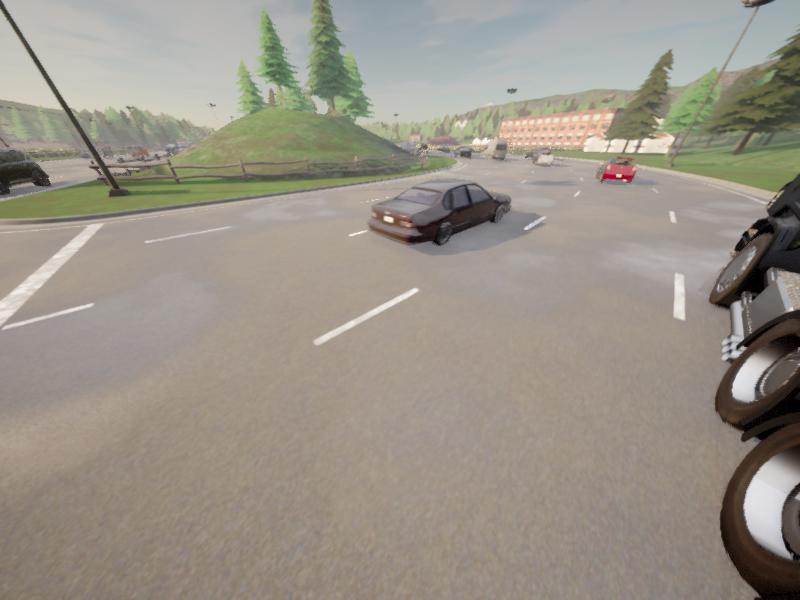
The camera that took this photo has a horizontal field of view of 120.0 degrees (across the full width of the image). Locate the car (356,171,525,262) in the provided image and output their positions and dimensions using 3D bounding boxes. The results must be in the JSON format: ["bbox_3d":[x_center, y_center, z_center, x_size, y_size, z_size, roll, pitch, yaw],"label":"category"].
[{"bbox_3d":[1.525,-2.937,7.175,5.357,1.411,2.033,-28,43,-35],"label":"car"}]

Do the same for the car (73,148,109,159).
[{"bbox_3d":[-56.544,-26.881,42.411,2.038,1.542,4.974,-16,37,-22],"label":"car"}]

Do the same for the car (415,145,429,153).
[{"bbox_3d":[5.774,-39.629,60.564,1.905,1.878,3.866,-16,37,-21],"label":"car"}]

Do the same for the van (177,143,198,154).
[{"bbox_3d":[-56.793,-40.653,61.814,2.351,2.431,6.366,-16,37,-22],"label":"van"}]

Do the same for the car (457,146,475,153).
[{"bbox_3d":[17.354,-39.653,60.891,1.837,1.490,4.892,-16,37,-21],"label":"car"}]

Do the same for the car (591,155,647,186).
[{"bbox_3d":[14.980,-9.133,16.096,1.845,1.501,3.633,17,38,22],"label":"car"}]

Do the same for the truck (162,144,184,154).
[{"bbox_3d":[-60.882,-40.699,62.194,2.390,2.098,6.274,-16,37,-22],"label":"truck"}]

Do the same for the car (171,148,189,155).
[{"bbox_3d":[-52.829,-35.808,55.619,1.994,1.385,4.181,-16,37,-22],"label":"car"}]

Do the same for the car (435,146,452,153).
[{"bbox_3d":[11.889,-41.395,63.521,2.128,1.511,4.902,-16,37,-21],"label":"car"}]

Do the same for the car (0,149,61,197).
[{"bbox_3d":[-22.881,-7.087,12.778,2.150,2.045,5.566,-16,37,-22],"label":"car"}]

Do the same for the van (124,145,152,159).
[{"bbox_3d":[-49.691,-28.186,43.889,1.775,1.987,4.442,-16,38,-22],"label":"van"}]

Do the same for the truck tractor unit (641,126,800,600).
[{"bbox_3d":[4.856,-0.498,1.070,6.516,4.208,3.053,-28,43,-34],"label":"truck tractor unit"}]

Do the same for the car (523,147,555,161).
[{"bbox_3d":[21.946,-23.351,36.804,2.242,1.667,4.611,0,34,-1],"label":"car"}]

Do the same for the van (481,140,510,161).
[{"bbox_3d":[14.982,-23.815,36.741,1.988,2.561,5.915,1,34,-1],"label":"van"}]

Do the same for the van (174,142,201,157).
[{"bbox_3d":[-45.389,-32.320,49.549,2.351,2.431,6.366,-16,38,-22],"label":"van"}]

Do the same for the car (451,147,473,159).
[{"bbox_3d":[11.046,-26.366,41.296,1.930,1.638,5.238,-3,34,-6],"label":"car"}]

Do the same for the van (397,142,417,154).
[{"bbox_3d":[1.697,-40.062,60.729,2.351,2.431,6.366,-16,37,-21],"label":"van"}]

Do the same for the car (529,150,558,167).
[{"bbox_3d":[17.078,-17.064,27.724,1.845,1.501,3.633,8,35,11],"label":"car"}]
